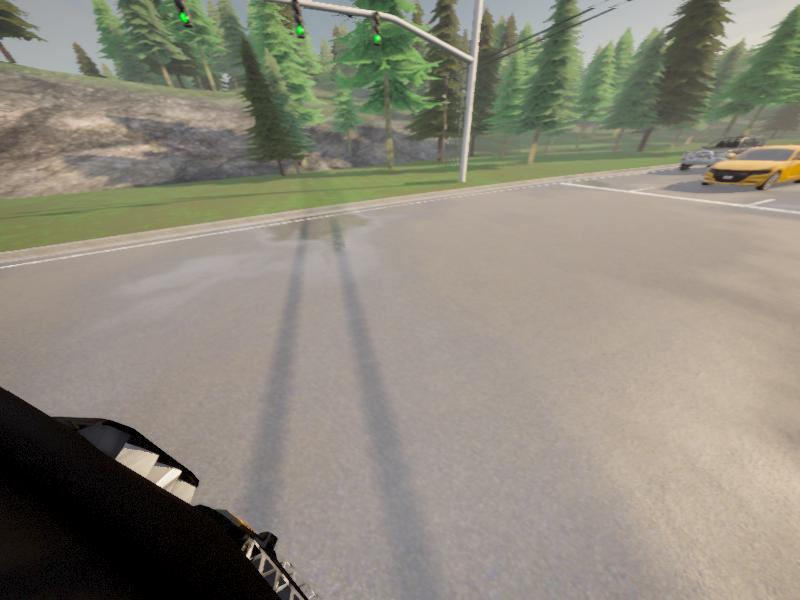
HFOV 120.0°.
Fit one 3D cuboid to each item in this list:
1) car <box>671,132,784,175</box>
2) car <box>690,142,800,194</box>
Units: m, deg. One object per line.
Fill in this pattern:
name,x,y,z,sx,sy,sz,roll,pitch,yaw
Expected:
car,19.964,-9.017,14.200,4.605,1.855,1.932,-13,35,-14
car,16.025,-5.896,10.140,5.008,1.535,1.882,-13,35,-15
